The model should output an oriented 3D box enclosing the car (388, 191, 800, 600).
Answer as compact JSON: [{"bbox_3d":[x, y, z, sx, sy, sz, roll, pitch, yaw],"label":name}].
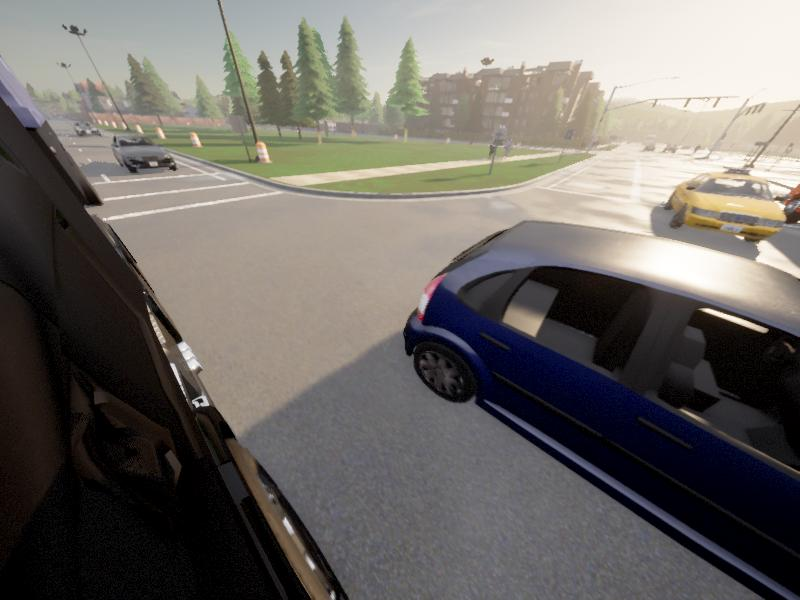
[{"bbox_3d":[2.013,0.531,1.731,3.988,1.617,1.851,28,43,30],"label":"car"}]

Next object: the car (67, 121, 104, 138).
[{"bbox_3d":[-37.468,-20.365,27.545,3.806,1.475,1.970,28,43,30],"label":"car"}]

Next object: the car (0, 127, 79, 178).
[{"bbox_3d":[-17.328,-7.006,10.764,4.902,1.511,2.128,28,44,30],"label":"car"}]

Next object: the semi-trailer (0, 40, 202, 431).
[{"bbox_3d":[-8.708,-3.582,4.241,14.254,4.402,2.717,28,43,30],"label":"semi-trailer"}]

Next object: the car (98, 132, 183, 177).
[{"bbox_3d":[-13.030,-7.401,11.596,4.193,1.474,1.816,28,43,30],"label":"car"}]

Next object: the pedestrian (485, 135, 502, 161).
[{"bbox_3d":[8.179,-13.301,20.254,0.751,1.860,0.751,-29,47,-35],"label":"pedestrian"}]

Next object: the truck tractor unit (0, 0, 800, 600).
[{"bbox_3d":[-2.645,-0.295,0.351,6.516,4.208,3.053,28,44,30],"label":"truck tractor unit"}]

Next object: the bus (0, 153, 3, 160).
[{"bbox_3d":[-20.447,-7.124,8.427,10.273,4.253,3.944,28,43,30],"label":"bus"}]

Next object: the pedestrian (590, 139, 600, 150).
[{"bbox_3d":[40.301,-32.266,47.826,0.751,1.860,0.751,-29,47,-36],"label":"pedestrian"}]

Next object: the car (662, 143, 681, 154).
[{"bbox_3d":[61.388,-34.364,52.260,1.905,1.878,3.866,28,43,30],"label":"car"}]

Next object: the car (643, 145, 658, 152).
[{"bbox_3d":[59.060,-35.806,54.532,1.895,1.301,4.718,28,43,30],"label":"car"}]

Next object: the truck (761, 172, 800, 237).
[{"bbox_3d":[13.865,-2.825,6.263,2.627,2.467,5.204,28,44,30],"label":"truck"}]

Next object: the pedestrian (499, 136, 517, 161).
[{"bbox_3d":[9.933,-14.019,21.331,0.751,1.860,0.751,32,46,33],"label":"pedestrian"}]

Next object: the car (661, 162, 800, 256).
[{"bbox_3d":[10.229,-3.256,7.374,1.801,1.575,5.366,28,44,30],"label":"car"}]
